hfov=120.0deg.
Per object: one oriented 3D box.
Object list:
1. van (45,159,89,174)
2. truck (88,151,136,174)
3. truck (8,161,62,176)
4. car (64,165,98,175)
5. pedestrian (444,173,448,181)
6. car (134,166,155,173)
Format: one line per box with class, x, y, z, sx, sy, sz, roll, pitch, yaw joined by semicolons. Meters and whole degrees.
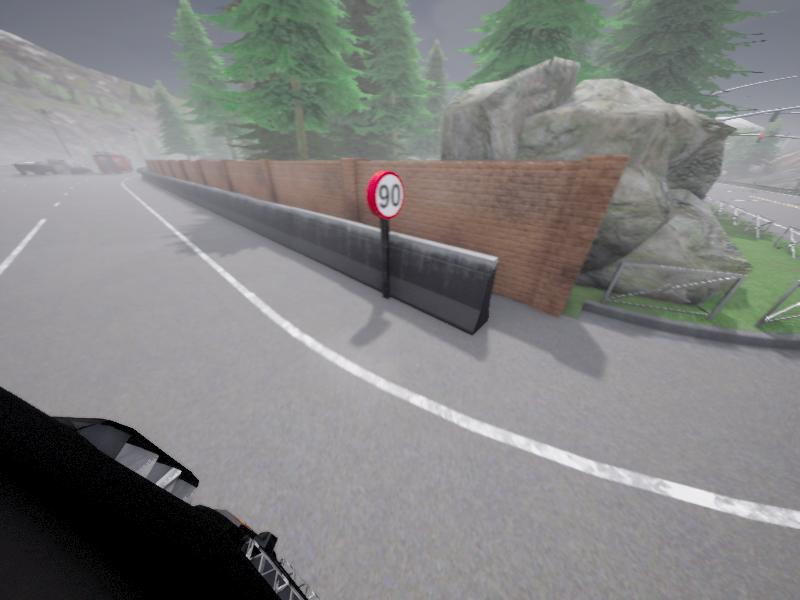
van;-66.469;-26.777;46.316;2.351;2.431;6.366;-15;34;-26
truck;-60.152;-28.873;48.708;2.891;3.827;8.468;-15;34;-26
truck;-60.566;-21.978;38.562;2.390;2.098;6.274;-19;36;-30
car;-60.237;-24.580;43.701;2.128;1.511;4.902;-18;35;-29
pedestrian;7.811;-20.936;39.259;0.500;1.100;0.500;26;38;36
car;-58.758;-30.049;53.196;1.994;1.385;4.181;-15;34;-26
